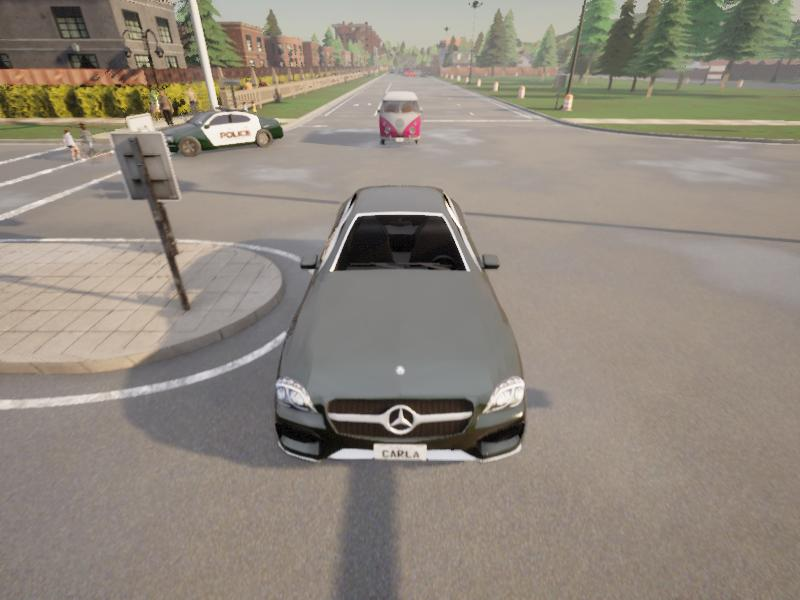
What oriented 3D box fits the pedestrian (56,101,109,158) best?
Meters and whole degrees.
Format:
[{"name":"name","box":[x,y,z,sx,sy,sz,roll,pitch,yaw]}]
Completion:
[{"name":"pedestrian","box":[-11.852,-6.386,15.005,0.751,1.860,0.751,-3,30,-4]}]

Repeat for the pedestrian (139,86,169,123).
[{"name":"pedestrian","box":[-14.010,-11.169,22.862,0.751,1.860,0.751,0,30,0]}]

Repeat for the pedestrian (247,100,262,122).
[{"name":"pedestrian","box":[-8.507,-11.021,23.361,0.500,1.100,0.500,-22,37,-33]}]

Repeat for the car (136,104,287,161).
[{"name":"car","box":[-7.497,-6.979,16.385,4.974,1.542,2.038,-25,39,-36]}]

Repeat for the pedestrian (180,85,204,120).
[{"name":"pedestrian","box":[-12.461,-11.848,24.021,0.751,1.860,0.751,-7,31,-12]}]

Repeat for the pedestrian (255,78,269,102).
[{"name":"pedestrian","box":[-12.472,-18.961,36.164,0.751,1.860,0.751,0,30,-1]}]

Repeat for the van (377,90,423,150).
[{"name":"van","box":[-0.005,-8.205,18.021,1.775,1.987,4.442,0,31,0]}]

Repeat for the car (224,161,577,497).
[{"name":"car","box":[0.001,-0.376,5.022,2.152,1.651,5.027,0,30,0]}]

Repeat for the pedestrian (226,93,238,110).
[{"name":"pedestrian","box":[-12.500,-14.779,29.778,0.500,1.100,0.500,0,30,0]}]

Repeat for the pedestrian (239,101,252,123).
[{"name":"pedestrian","box":[-8.875,-10.822,23.022,0.500,1.100,0.500,-8,31,-14]}]

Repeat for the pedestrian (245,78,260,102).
[{"name":"pedestrian","box":[-13.305,-18.885,36.035,0.751,1.860,0.751,1,30,2]}]

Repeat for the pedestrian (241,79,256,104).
[{"name":"pedestrian","box":[-13.172,-18.133,34.751,0.751,1.860,0.751,-3,31,-6]}]

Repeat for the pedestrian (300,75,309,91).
[{"name":"pedestrian","box":[-12.391,-28.089,51.749,0.751,1.860,0.751,0,30,0]}]

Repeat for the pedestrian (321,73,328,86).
[{"name":"pedestrian","box":[-12.365,-36.185,65.570,0.751,1.860,0.751,-1,30,-2]}]

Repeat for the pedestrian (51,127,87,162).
[{"name":"pedestrian","box":[-11.886,-5.587,14.387,0.500,1.100,0.500,0,30,1]}]

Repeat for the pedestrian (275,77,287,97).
[{"name":"pedestrian","box":[-12.444,-22.227,41.741,0.751,1.860,0.751,0,30,0]}]

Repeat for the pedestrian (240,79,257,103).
[{"name":"pedestrian","box":[-13.463,-18.604,35.555,0.751,1.860,0.751,22,37,33]}]

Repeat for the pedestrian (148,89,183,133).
[{"name":"pedestrian","box":[-11.200,-9.056,19.194,0.751,1.860,0.751,0,30,0]}]
